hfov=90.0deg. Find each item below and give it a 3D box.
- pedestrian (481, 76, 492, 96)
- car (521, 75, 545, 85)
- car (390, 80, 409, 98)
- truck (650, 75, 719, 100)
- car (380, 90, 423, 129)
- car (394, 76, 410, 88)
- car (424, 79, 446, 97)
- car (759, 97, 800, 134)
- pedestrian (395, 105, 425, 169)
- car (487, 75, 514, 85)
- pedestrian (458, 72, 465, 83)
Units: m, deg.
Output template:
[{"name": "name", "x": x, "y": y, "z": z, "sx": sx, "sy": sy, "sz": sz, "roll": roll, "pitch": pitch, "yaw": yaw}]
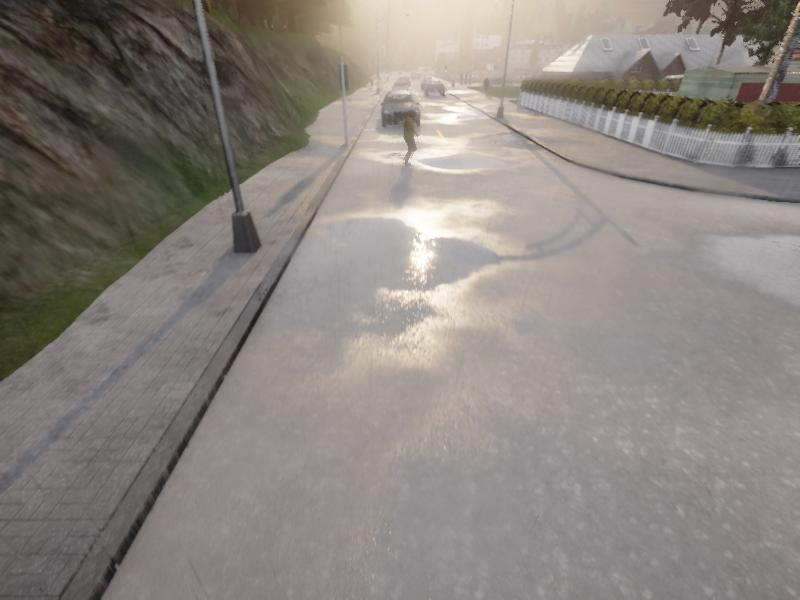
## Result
[{"name": "pedestrian", "x": 9.384, "y": -23.197, "z": 43.406, "sx": 0.751, "sy": 1.860, "sz": 0.751, "roll": 0, "pitch": 30, "yaw": -1}, {"name": "car", "x": 23.719, "y": -39.315, "z": 71.448, "sx": 3.633, "sy": 1.501, "sz": 1.845, "roll": 0, "pitch": 30, "yaw": 0}, {"name": "car", "x": -0.007, "y": -23.532, "z": 44.557, "sx": 2.007, "sy": 1.525, "sz": 4.514, "roll": 0, "pitch": 30, "yaw": 0}, {"name": "truck", "x": 26.971, "y": -20.253, "z": 38.090, "sx": 4.478, "sy": 2.038, "sz": 2.069, "roll": 0, "pitch": 30, "yaw": 0}, {"name": "car", "x": -0.023, "y": -11.349, "z": 23.656, "sx": 2.242, "sy": 1.667, "sz": 4.611, "roll": -2, "pitch": 30, "yaw": -3}, {"name": "car", "x": 0.360, "y": -34.247, "z": 62.813, "sx": 2.007, "sy": 1.525, "sz": 4.514, "roll": 4, "pitch": 31, "yaw": 7}, {"name": "car", "x": 3.987, "y": -24.513, "z": 46.136, "sx": 2.152, "sy": 1.651, "sz": 5.027, "roll": 0, "pitch": 31, "yaw": 0}, {"name": "car", "x": 19.782, "y": -8.619, "z": 18.788, "sx": 1.994, "sy": 1.381, "sz": 4.181, "roll": 0, "pitch": 30, "yaw": 0}, {"name": "pedestrian", "x": 0.310, "y": -5.419, "z": 13.318, "sx": 0.751, "sy": 1.860, "sz": 0.751, "roll": -11, "pitch": 32, "yaw": -18}, {"name": "car", "x": 17.957, "y": -39.288, "z": 71.459, "sx": 4.193, "sy": 1.474, "sz": 1.816, "roll": 0, "pitch": 30, "yaw": 0}, {"name": "pedestrian", "x": 11.296, "y": -40.771, "z": 73.315, "sx": 0.751, "sy": 1.860, "sz": 0.751, "roll": -18, "pitch": 35, "yaw": -27}]
